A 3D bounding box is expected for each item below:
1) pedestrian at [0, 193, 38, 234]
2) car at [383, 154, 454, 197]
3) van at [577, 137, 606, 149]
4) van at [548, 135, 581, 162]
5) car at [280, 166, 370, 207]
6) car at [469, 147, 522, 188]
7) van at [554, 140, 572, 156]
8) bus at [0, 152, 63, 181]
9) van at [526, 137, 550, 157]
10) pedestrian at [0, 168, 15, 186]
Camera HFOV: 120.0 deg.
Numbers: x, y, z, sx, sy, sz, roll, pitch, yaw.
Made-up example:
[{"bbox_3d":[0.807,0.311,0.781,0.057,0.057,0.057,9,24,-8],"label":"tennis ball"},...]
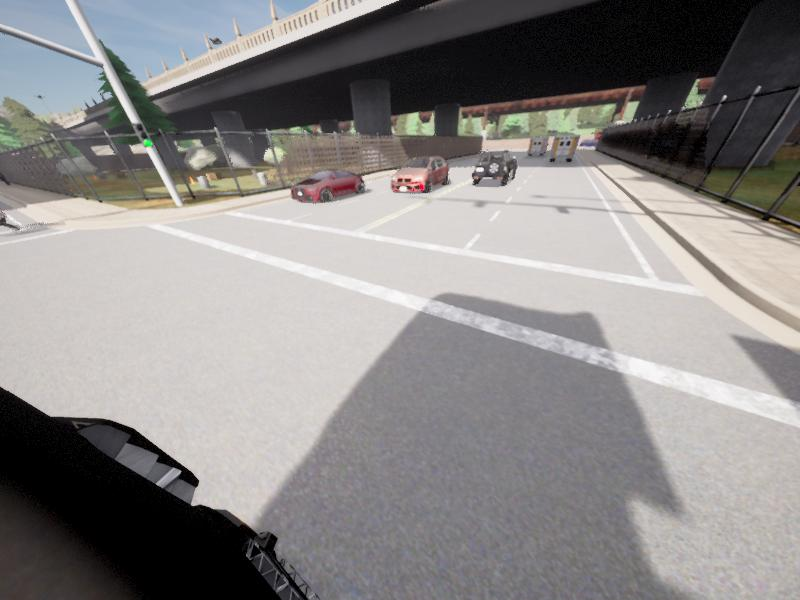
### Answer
[{"bbox_3d":[-15.090,-3.284,8.765,0.751,1.300,0.751,11,36,20],"label":"pedestrian"},{"bbox_3d":[1.285,-7.464,13.628,2.242,1.667,4.611,16,38,26],"label":"car"},{"bbox_3d":[42.908,-35.173,51.859,4.442,1.987,1.775,16,38,25],"label":"van"},{"bbox_3d":[19.308,-17.895,27.265,2.351,2.431,6.366,16,38,26],"label":"van"},{"bbox_3d":[-3.772,-6.234,12.430,1.994,1.385,4.181,18,39,28],"label":"car"},{"bbox_3d":[6.097,-8.438,14.539,1.932,1.855,4.605,16,38,26],"label":"car"},{"bbox_3d":[26.178,-24.510,37.090,1.775,1.987,4.442,16,38,26],"label":"van"},{"bbox_3d":[-75.774,-25.994,44.926,3.944,4.253,10.273,16,38,26],"label":"bus"},{"bbox_3d":[22.241,-24.665,37.220,2.351,2.431,6.366,16,38,26],"label":"van"},{"bbox_3d":[-46.812,-14.476,27.187,0.751,1.860,0.751,18,39,28],"label":"pedestrian"}]
